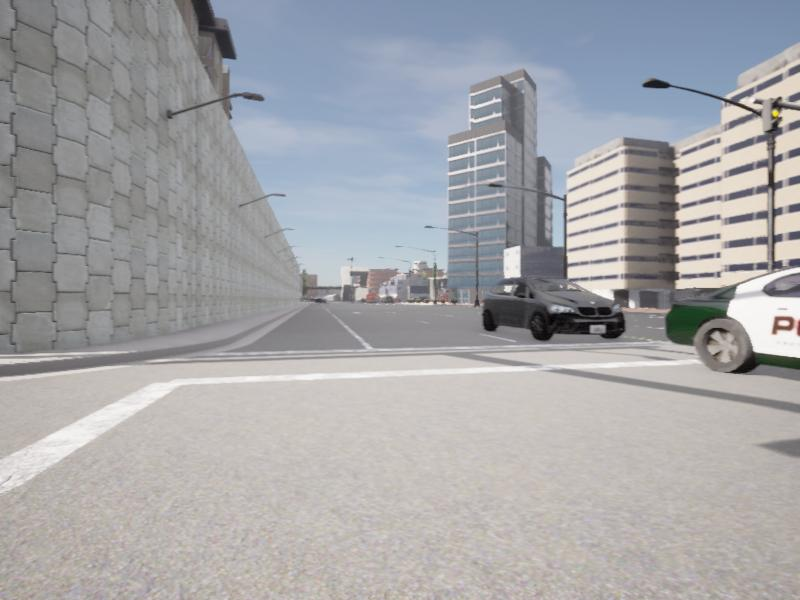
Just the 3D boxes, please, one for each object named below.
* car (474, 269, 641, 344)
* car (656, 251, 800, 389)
[{"bbox_3d":[4.051,0.152,11.372,2.242,1.667,4.611,0,0,-12],"label":"car"},{"bbox_3d":[5.579,0.223,4.125,2.038,1.542,4.974,0,0,-12],"label":"car"}]
